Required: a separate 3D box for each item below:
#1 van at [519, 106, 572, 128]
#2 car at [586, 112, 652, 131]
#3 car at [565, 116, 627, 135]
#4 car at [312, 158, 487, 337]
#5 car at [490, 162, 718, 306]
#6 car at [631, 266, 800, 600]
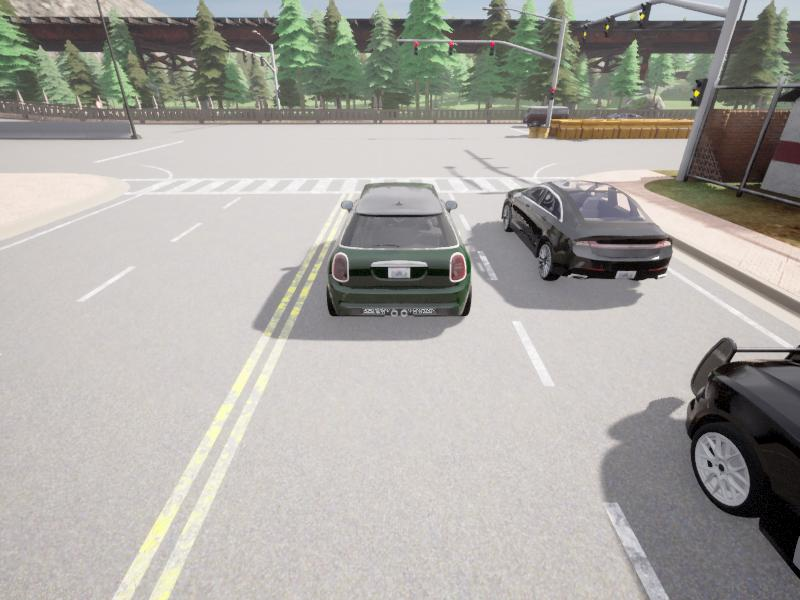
[{"bbox_3d":[14.744,-18.655,40.792,4.442,1.987,1.775,-1,27,-2],"label":"van"},{"bbox_3d":[20.690,-16.934,37.960,4.902,1.511,2.128,-1,27,-2],"label":"car"},{"bbox_3d":[16.946,-15.215,34.767,4.181,1.385,1.994,-1,27,-2],"label":"car"},{"bbox_3d":[-0.013,-1.315,7.219,2.097,1.767,4.553,0,27,0],"label":"car"},{"bbox_3d":[3.489,-1.691,8.263,2.128,1.511,4.902,0,27,0],"label":"car"},{"bbox_3d":[3.501,1.619,1.671,1.930,1.638,5.238,0,27,0],"label":"car"}]
